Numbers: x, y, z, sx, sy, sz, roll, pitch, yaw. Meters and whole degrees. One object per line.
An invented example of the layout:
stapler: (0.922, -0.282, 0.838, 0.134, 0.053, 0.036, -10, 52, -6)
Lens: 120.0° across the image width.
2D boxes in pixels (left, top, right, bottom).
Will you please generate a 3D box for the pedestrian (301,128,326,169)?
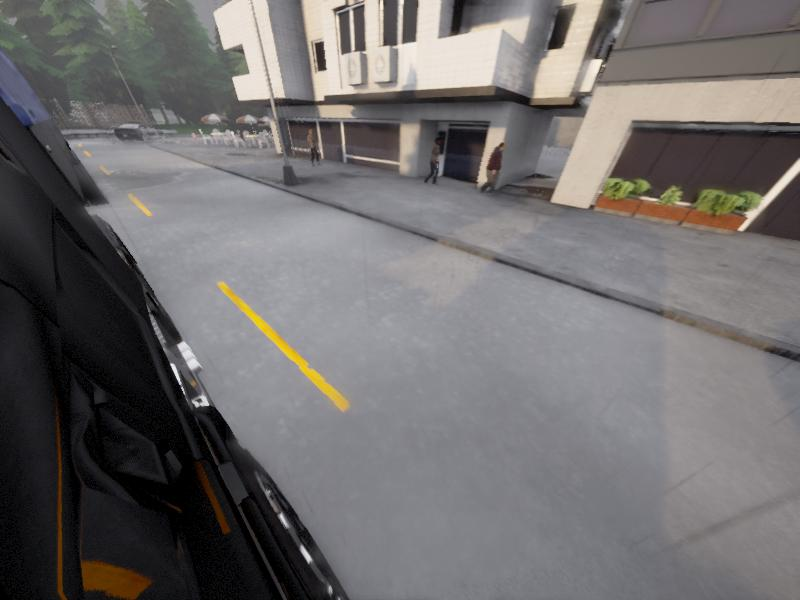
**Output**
pedestrian: (-4.864, -8.560, 13.050, 0.751, 1.860, 0.751, 32, 46, 33)

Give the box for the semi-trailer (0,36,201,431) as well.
semi-trailer: (-8.664, -3.614, 4.282, 14.254, 4.402, 2.717, 28, 44, 30)

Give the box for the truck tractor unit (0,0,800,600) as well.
truck tractor unit: (-2.645, -0.295, 0.351, 6.516, 4.208, 3.053, 28, 44, 30)

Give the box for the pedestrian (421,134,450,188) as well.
pedestrian: (1.512, -5.953, 9.919, 0.751, 1.860, 0.751, 24, 42, 26)

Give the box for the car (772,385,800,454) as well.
car: (4.736, 1.591, 0.492, 3.633, 1.501, 1.845, 28, 44, 30)

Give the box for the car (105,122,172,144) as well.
car: (-26.836, -17.486, 24.057, 1.930, 1.638, 5.238, -5, 38, -9)

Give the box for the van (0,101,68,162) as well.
van: (-22.186, -9.917, 13.499, 5.915, 2.561, 1.988, 28, 44, 30)

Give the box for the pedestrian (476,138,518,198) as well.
pedestrian: (3.586, -4.950, 8.699, 0.751, 1.860, 0.751, -30, 47, -35)

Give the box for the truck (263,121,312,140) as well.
truck: (-17.314, -26.343, 35.956, 2.390, 2.098, 6.274, 28, 44, 30)

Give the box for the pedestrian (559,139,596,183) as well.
pedestrian: (9.115, -7.165, 11.917, 0.751, 1.860, 0.751, 30, 45, 32)
